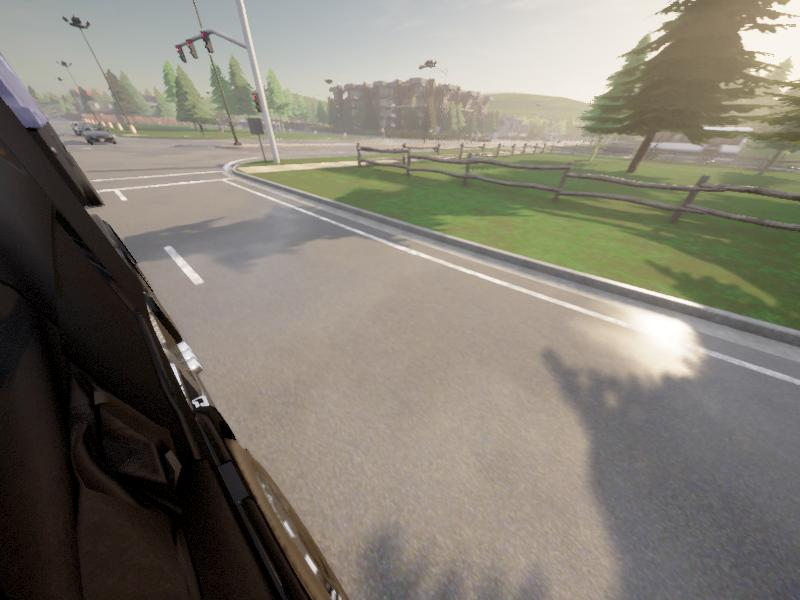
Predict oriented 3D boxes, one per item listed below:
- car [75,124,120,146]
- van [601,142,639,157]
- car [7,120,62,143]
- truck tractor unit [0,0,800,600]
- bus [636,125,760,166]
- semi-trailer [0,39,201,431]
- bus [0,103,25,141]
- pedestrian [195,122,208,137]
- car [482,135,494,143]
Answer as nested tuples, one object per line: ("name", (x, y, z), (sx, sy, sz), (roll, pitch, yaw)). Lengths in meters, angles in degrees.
("car", (-28.375, -15.472, 21.636), (4.193, 1.474, 1.816), (28, 43, 30))
("van", (39.516, -27.139, 41.526), (4.442, 1.987, 1.775), (28, 43, 30))
("car", (-33.928, -15.715, 21.571), (4.902, 1.511, 2.128), (28, 43, 30))
("truck tractor unit", (-2.645, -0.295, 0.351), (6.516, 4.208, 3.053), (28, 44, 30))
("bus", (43.294, -23.257, 34.582), (10.273, 4.253, 3.944), (28, 43, 30))
("semi-trailer", (-8.700, -3.579, 4.261), (14.254, 4.402, 2.717), (28, 43, 30))
("bus", (-40.417, -17.662, 21.480), (10.273, 4.253, 3.944), (28, 43, 30))
("pedestrian", (-31.266, -26.905, 36.370), (0.751, 1.860, 0.751), (-29, 47, -35))
("car", (28.344, -51.532, 74.061), (1.905, 1.878, 3.866), (28, 43, 30))
